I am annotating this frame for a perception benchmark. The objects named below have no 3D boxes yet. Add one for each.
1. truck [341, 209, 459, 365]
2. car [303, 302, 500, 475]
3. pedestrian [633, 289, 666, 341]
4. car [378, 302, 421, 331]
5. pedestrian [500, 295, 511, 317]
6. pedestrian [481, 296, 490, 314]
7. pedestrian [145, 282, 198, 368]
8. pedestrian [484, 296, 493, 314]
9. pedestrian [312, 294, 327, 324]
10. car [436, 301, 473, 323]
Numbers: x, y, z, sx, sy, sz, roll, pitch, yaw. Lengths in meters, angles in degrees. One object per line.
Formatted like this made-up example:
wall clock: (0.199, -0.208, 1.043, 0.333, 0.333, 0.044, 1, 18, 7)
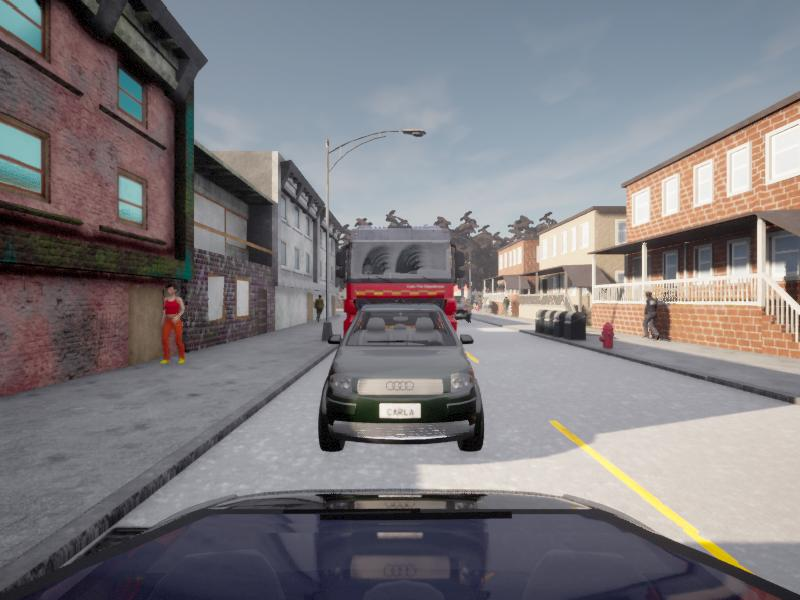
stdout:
truck: (-0.010, -0.321, 14.022, 2.891, 3.827, 8.468, 0, 0, 0)
car: (0.007, 0.815, 5.489, 1.789, 1.549, 3.705, 0, 0, 0)
pedestrian: (9.221, 0.533, 14.803, 0.751, 1.860, 0.751, 0, 0, 0)
car: (-0.021, 0.851, 22.747, 2.163, 1.488, 4.792, 0, 0, 0)
pedestrian: (9.217, 0.533, 34.918, 0.751, 1.860, 0.751, 0, 0, -1)
pedestrian: (9.115, 0.525, 42.820, 0.751, 1.860, 0.751, 0, 0, -3)
pedestrian: (-5.135, 0.533, 9.027, 0.751, 1.860, 0.751, 0, 0, 2)
pedestrian: (9.266, 0.525, 41.979, 0.751, 1.860, 0.751, 0, 0, -1)
pedestrian: (-5.077, 0.533, 25.145, 0.751, 1.860, 0.751, 0, 0, 2)
car: (3.967, 0.823, 29.841, 2.038, 1.542, 4.974, 0, 0, 0)
